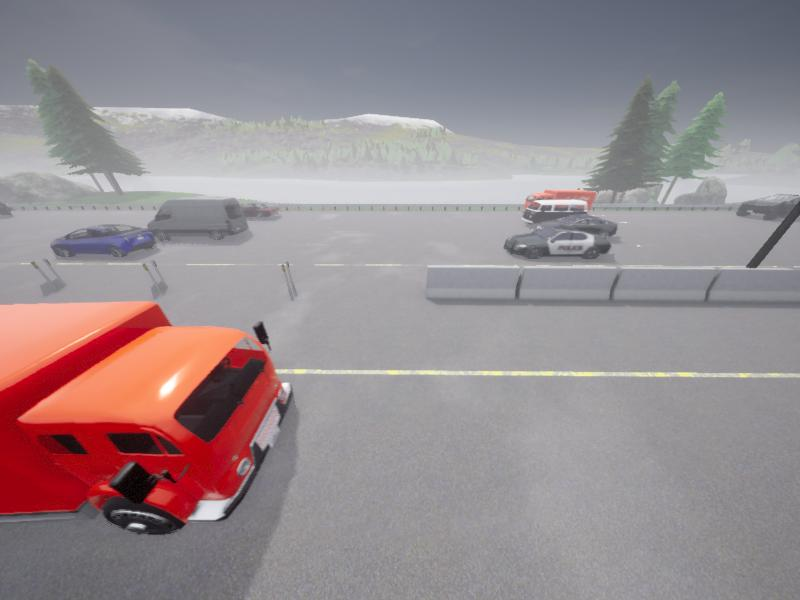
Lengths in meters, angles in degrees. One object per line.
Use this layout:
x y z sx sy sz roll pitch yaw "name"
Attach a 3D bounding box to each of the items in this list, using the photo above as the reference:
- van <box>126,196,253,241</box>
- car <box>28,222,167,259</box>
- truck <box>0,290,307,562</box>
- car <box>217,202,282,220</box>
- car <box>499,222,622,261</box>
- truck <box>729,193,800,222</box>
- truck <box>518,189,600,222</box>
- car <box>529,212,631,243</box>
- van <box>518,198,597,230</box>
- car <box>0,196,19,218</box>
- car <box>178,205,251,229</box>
-13.857 -5.549 15.677 5.915 2.561 1.988 0 30 0 "van"
-16.550 -3.371 12.919 4.514 1.525 2.007 0 30 0 "car"
-4.695 1.574 3.425 5.204 2.467 2.627 -1 30 0 "truck"
-14.257 -8.511 22.051 4.718 1.301 1.895 0 30 1 "car"
8.489 -3.245 12.691 4.974 1.542 2.038 0 30 1 "car"
35.839 -8.604 21.408 6.274 2.098 2.390 0 30 0 "truck"
14.470 -8.862 21.500 5.204 2.467 2.627 1 30 0 "truck"
11.934 -4.966 15.697 4.902 1.511 2.128 0 30 0 "car"
12.440 -6.941 18.593 4.480 2.038 2.069 1 30 0 "van"
-40.973 -8.902 22.147 4.605 1.855 1.932 0 30 1 "car"
-15.065 -6.841 18.981 4.193 1.474 1.816 0 30 1 "car"
